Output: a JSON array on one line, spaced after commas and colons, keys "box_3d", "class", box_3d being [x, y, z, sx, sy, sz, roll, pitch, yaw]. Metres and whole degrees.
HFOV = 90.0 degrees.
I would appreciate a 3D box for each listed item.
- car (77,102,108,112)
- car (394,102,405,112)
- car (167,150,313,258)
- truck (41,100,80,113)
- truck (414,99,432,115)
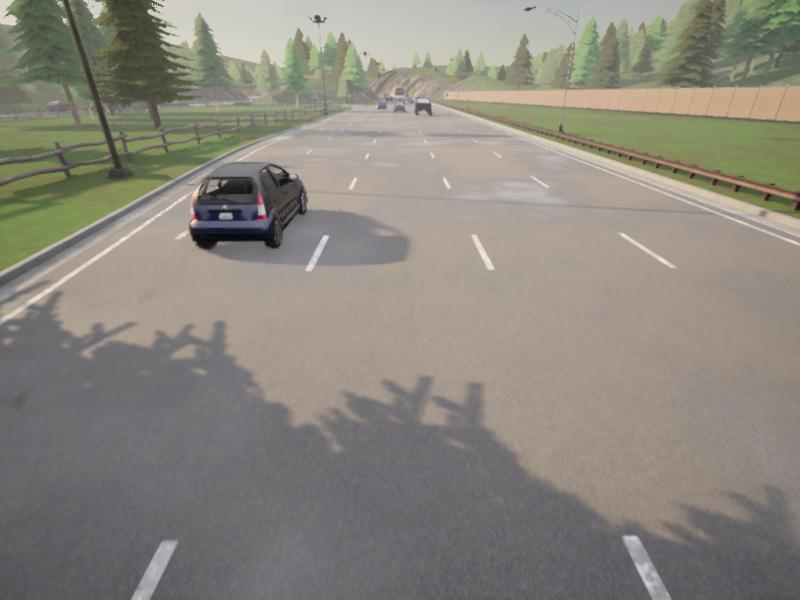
[{"box_3d": [-60.983, -38.286, 79.470, 1.930, 1.638, 5.238, 0, 27, 0], "class": "car"}, {"box_3d": [-0.042, -34.028, 70.527, 1.812, 1.442, 4.674, 0, 27, 0], "class": "car"}, {"box_3d": [-3.508, -2.530, 9.743, 1.851, 1.617, 3.988, 0, 27, 0], "class": "car"}, {"box_3d": [-67.982, -38.916, 80.290, 2.390, 2.098, 6.274, 0, 27, 0], "class": "truck"}, {"box_3d": [3.461, -29.360, 60.775, 2.390, 2.098, 6.274, 0, 27, 0], "class": "truck"}]
